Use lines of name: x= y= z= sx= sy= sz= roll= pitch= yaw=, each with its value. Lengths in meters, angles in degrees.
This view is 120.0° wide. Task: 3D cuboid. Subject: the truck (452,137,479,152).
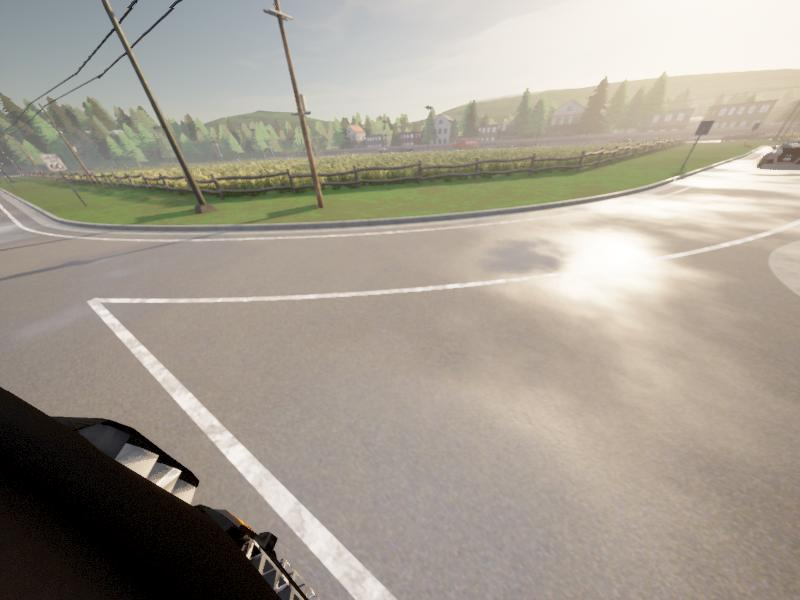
truck: x=22.755 y=-54.276 z=80.560 sx=8.468 sy=3.827 sz=2.891 roll=17 pitch=38 yaw=27

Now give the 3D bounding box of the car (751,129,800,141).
car: x=72.387 y=-31.495 z=44.148 sx=5.366 sy=1.575 sz=1.801 roll=17 pitch=38 yaw=27

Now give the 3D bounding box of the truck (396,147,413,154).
truck: x=1.679 y=-59.856 z=92.275 sx=6.274 sy=2.098 sz=2.390 roll=17 pitch=38 yaw=27

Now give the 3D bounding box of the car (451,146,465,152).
car: x=19.101 y=-49.875 z=76.346 sx=4.193 sy=1.474 sz=1.816 roll=17 pitch=38 yaw=27

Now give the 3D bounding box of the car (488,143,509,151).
car: x=28.830 y=-44.721 z=67.626 sx=5.238 sy=1.638 sz=1.930 roll=17 pitch=38 yaw=27

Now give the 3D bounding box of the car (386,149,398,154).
car: x=-3.422 y=-63.455 z=98.820 sx=5.027 sy=1.651 sz=2.152 roll=17 pitch=38 yaw=27

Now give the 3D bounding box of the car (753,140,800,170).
car: x=25.245 y=-9.400 z=14.857 sx=4.181 sy=1.385 sz=1.994 roll=-22 pitch=38 yaw=-26
